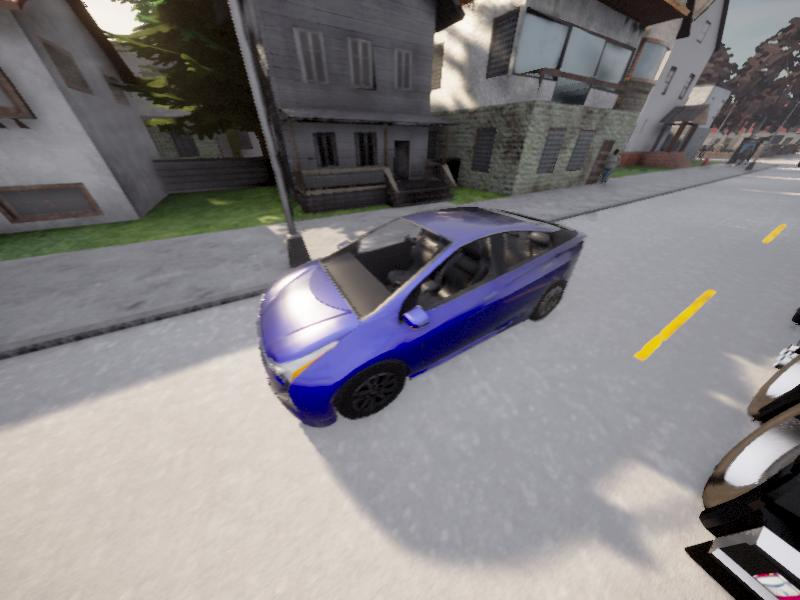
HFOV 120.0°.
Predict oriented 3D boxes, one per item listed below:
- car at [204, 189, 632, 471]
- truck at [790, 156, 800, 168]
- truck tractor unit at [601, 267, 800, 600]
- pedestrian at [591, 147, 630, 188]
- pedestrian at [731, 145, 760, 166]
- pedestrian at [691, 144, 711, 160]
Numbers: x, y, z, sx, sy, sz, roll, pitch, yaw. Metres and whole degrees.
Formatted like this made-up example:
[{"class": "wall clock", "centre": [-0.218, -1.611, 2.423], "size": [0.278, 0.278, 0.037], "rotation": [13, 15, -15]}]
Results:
[{"class": "car", "centre": [0.523, -0.335, 3.158], "size": [4.514, 1.525, 2.007], "rotation": [-18, 39, -25]}, {"class": "truck", "centre": [45.947, -15.737, 24.885], "size": [5.204, 2.467, 2.627], "rotation": [-20, 39, -24]}, {"class": "truck tractor unit", "centre": [5.119, -0.291, 0.774], "size": [6.516, 4.208, 3.053], "rotation": [-18, 39, -24]}, {"class": "pedestrian", "centre": [11.637, -7.342, 12.822], "size": [0.751, 1.860, 0.751], "rotation": [-18, 39, -25]}, {"class": "pedestrian", "centre": [36.338, -15.173, 24.307], "size": [0.751, 1.860, 0.751], "rotation": [-17, 38, -23]}, {"class": "pedestrian", "centre": [42.656, -20.981, 32.716], "size": [0.751, 1.860, 0.751], "rotation": [-11, 36, -15]}]
